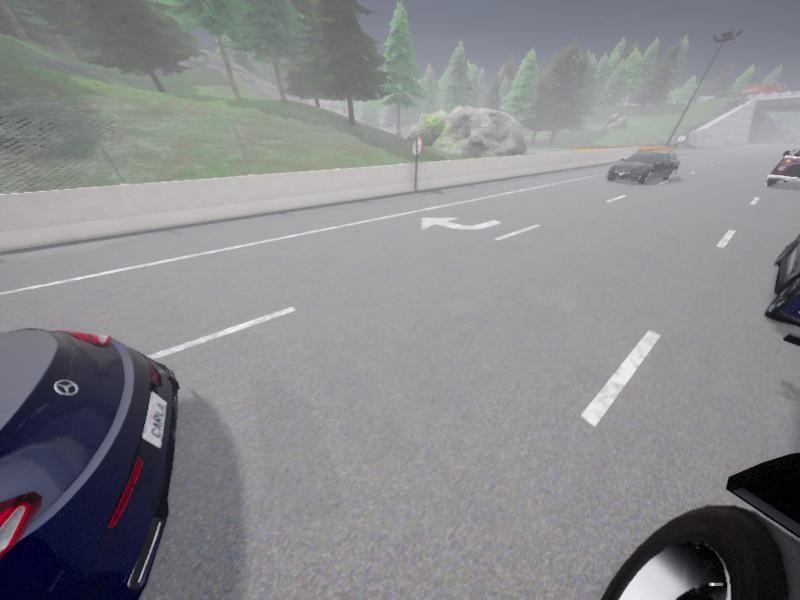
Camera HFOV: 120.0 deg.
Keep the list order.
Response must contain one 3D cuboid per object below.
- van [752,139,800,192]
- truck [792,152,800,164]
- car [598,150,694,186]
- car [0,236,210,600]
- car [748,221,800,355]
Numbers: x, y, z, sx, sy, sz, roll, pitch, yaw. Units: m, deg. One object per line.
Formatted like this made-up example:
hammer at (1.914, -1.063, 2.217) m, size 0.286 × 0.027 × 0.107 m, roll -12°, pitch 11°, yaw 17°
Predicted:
van at (20.843, -6.700, 11.416) m, size 4.480 × 2.038 × 2.069 m, roll -14°, pitch 37°, yaw -19°
truck at (39.896, -14.191, 21.457) m, size 5.204 × 2.467 × 2.627 m, roll -22°, pitch 41°, yaw -28°
car at (14.386, -7.828, 13.543) m, size 4.892 × 1.490 × 1.837 m, roll -17°, pitch 38°, yaw -22°
car at (-3.730, 1.538, 0.353) m, size 5.027 × 1.651 × 2.152 m, roll -22°, pitch 41°, yaw -28°
car at (7.334, -0.517, 3.150) m, size 4.856 × 1.649 × 2.033 m, roll -22°, pitch 41°, yaw -28°
